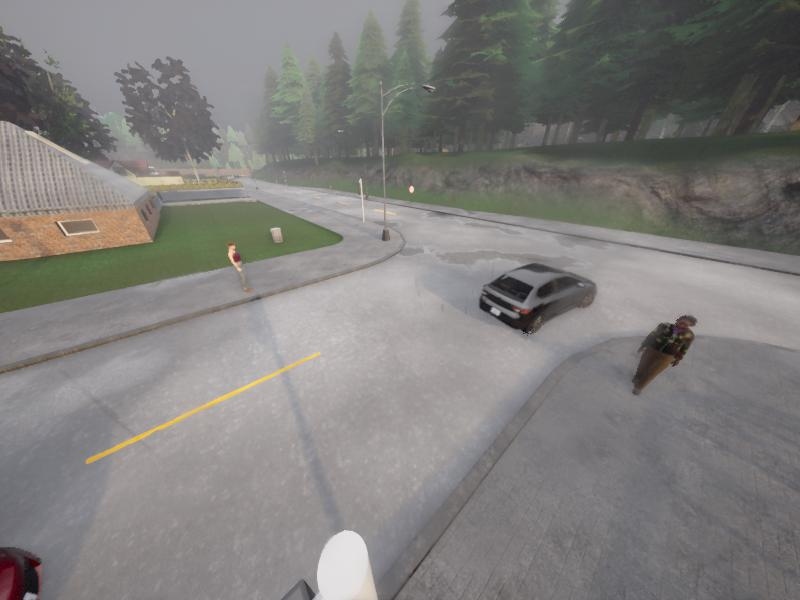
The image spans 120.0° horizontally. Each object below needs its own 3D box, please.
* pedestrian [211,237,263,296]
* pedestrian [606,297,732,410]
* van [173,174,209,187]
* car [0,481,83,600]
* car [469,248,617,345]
[{"bbox_3d":[-5.603,-1.148,8.086,0.751,1.860,0.751,-3,30,-5],"label":"pedestrian"},{"bbox_3d":[4.878,1.013,4.324,0.751,1.860,0.751,-17,34,-27],"label":"pedestrian"},{"bbox_3d":[-50.441,-29.053,55.952,5.915,2.561,1.988,-23,37,-34],"label":"van"},{"bbox_3d":[-4.957,3.262,1.030,3.633,1.501,1.845,-23,37,-34],"label":"car"},{"bbox_3d":[4.507,-0.365,7.370,4.193,1.474,1.816,-16,34,-26],"label":"car"}]
